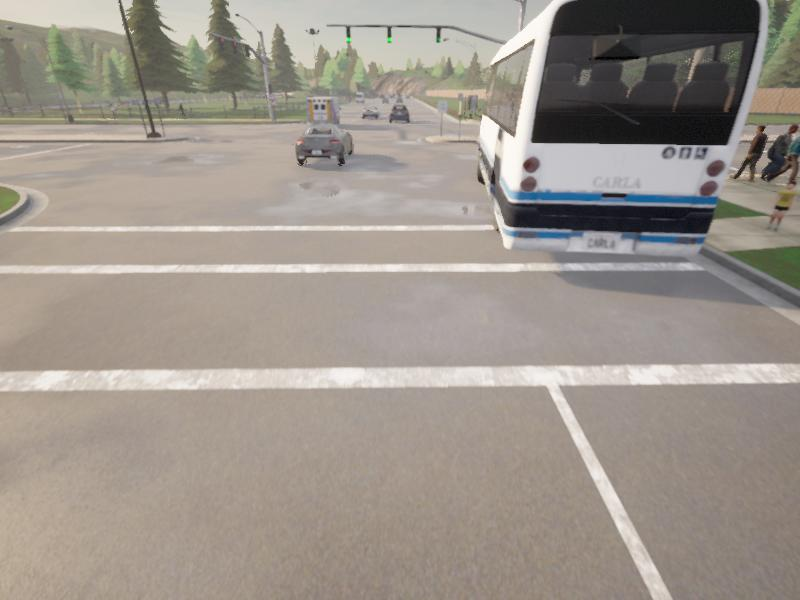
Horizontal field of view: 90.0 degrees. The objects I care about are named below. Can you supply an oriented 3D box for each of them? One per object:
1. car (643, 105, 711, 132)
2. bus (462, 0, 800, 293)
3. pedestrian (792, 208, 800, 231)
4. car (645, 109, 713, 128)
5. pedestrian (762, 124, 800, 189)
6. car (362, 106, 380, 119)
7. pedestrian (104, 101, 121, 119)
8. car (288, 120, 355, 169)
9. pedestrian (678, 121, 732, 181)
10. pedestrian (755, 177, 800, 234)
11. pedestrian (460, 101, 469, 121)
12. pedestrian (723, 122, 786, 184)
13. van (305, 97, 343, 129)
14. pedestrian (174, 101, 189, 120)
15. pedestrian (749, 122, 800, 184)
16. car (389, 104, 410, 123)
[{"bbox_3d":[23.038,-15.199,33.404,3.866,1.878,1.905,-1,28,1],"label":"car"},{"bbox_3d":[3.851,-4.477,10.405,3.944,4.253,10.273,3,28,6],"label":"bus"},{"bbox_3d":[9.285,-2.103,8.878,0.500,1.100,0.500,22,35,36],"label":"pedestrian"},{"bbox_3d":[25.414,-16.610,36.591,4.674,1.442,1.812,0,28,1],"label":"car"},{"bbox_3d":[12.738,-4.649,12.920,0.751,1.860,0.751,-10,29,-19],"label":"pedestrian"},{"bbox_3d":[-3.554,-23.178,49.338,1.895,1.301,4.718,0,28,0],"label":"car"},{"bbox_3d":[-31.939,-21.124,44.457,0.751,1.860,0.751,2,28,4],"label":"pedestrian"},{"bbox_3d":[-3.528,-7.547,19.115,2.152,1.651,5.027,0,28,0],"label":"car"},{"bbox_3d":[10.494,-5.155,13.833,0.751,1.860,0.751,2,28,4],"label":"pedestrian"},{"bbox_3d":[8.482,-2.100,8.873,0.500,1.100,0.500,-21,34,-34],"label":"pedestrian"},{"bbox_3d":[6.810,-20.017,42.297,0.751,1.860,0.751,2,28,4],"label":"pedestrian"},{"bbox_3d":[11.915,-4.957,13.510,0.751,1.860,0.751,-5,28,-9],"label":"pedestrian"},{"bbox_3d":[-7.041,-17.800,37.844,2.351,2.431,6.366,0,28,0],"label":"van"},{"bbox_3d":[-23.902,-20.777,43.785,0.751,1.860,0.751,2,28,3],"label":"pedestrian"},{"bbox_3d":[12.861,-4.981,13.553,0.751,1.860,0.751,-11,30,-20],"label":"pedestrian"},{"bbox_3d":[-0.050,-20.490,43.792,2.242,1.667,4.611,0,28,0],"label":"car"}]
